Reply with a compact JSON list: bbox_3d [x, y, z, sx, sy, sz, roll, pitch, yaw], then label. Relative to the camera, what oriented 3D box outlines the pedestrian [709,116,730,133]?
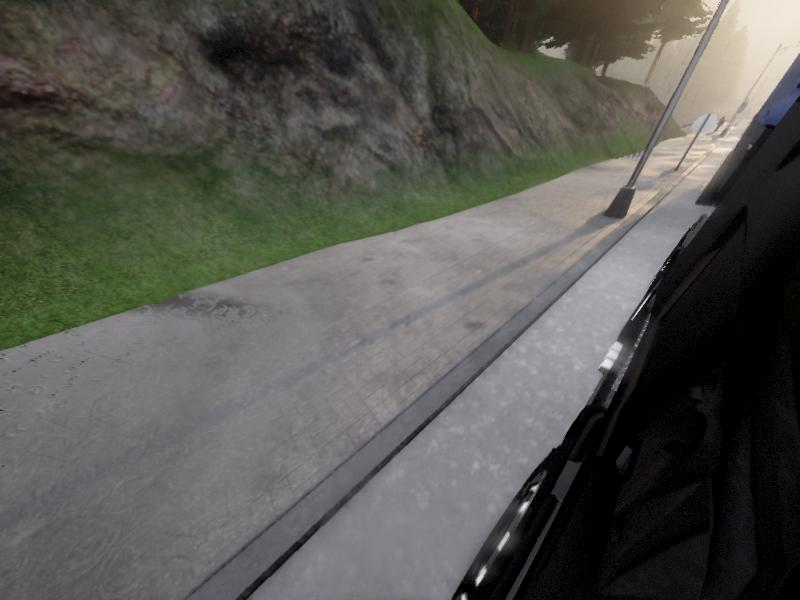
[{"bbox_3d":[42.586,-23.377,30.788,0.751,1.860,0.751,-26,43,-28],"label":"pedestrian"}]

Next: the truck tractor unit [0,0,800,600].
[{"bbox_3d":[2.645,-0.295,0.352,6.516,4.208,3.053,-28,44,-30],"label":"truck tractor unit"}]

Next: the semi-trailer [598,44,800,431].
[{"bbox_3d":[8.703,-3.580,4.254,14.254,4.402,2.717,-28,44,-30],"label":"semi-trailer"}]

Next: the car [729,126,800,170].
[{"bbox_3d":[19.495,-7.982,11.964,5.008,1.535,1.882,-25,42,-27],"label":"car"}]
